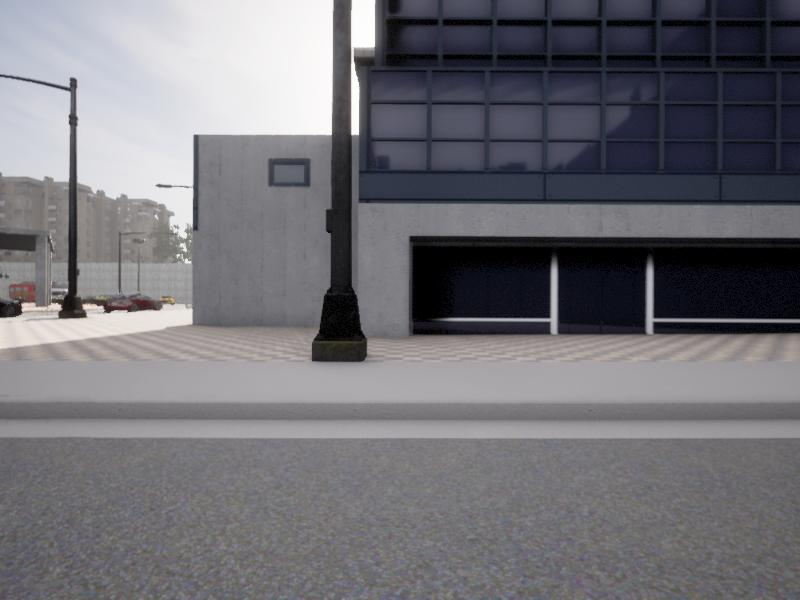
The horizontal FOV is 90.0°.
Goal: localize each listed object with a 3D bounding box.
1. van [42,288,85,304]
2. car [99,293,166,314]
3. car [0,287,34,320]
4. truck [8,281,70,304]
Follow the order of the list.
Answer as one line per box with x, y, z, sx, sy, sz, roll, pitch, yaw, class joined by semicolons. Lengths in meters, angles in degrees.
-55.654;-0.611;66.236;5.915;2.561;1.988;0;0;8;van
-19.327;0.224;29.171;1.994;1.385;4.181;0;0;2;car
-19.468;0.147;17.630;2.038;1.542;4.974;0;0;1;car
-63.287;-1.282;70.258;8.468;3.827;2.891;0;0;2;truck
